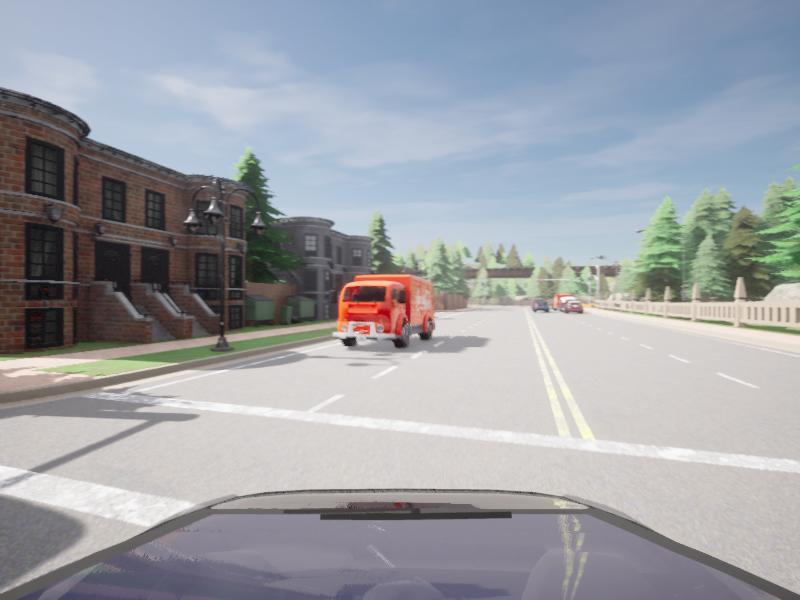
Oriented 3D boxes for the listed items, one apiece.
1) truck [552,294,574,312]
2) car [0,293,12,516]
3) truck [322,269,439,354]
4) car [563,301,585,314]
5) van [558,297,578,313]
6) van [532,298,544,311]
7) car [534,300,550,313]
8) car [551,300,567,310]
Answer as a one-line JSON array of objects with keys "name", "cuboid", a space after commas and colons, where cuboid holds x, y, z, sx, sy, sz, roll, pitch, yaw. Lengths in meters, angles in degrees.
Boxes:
[{"name": "truck", "cuboid": [24.750, 0.437, 60.780, 2.627, 2.467, 5.204, 0, 0, 17]}, {"name": "car", "cuboid": [-4.610, 0.763, 0.789, 1.930, 1.638, 5.238, 0, 0, 17]}, {"name": "truck", "cuboid": [-0.395, 0.378, 14.550, 2.627, 2.467, 5.204, 0, -1, 17]}, {"name": "car", "cuboid": [20.884, 0.920, 48.170, 1.970, 1.475, 3.806, 0, 0, 17]}, {"name": "van", "cuboid": [22.715, 0.645, 54.145, 2.069, 2.038, 4.480, 0, 0, 17]}, {"name": "van", "cuboid": [22.478, 0.677, 65.329, 1.775, 1.987, 4.442, 0, 0, 17]}, {"name": "car", "cuboid": [18.420, 0.852, 52.073, 1.851, 1.617, 3.988, 0, 0, 17]}, {"name": "car", "cuboid": [26.942, 0.867, 67.953, 2.033, 1.649, 4.856, 0, 0, 17]}]
